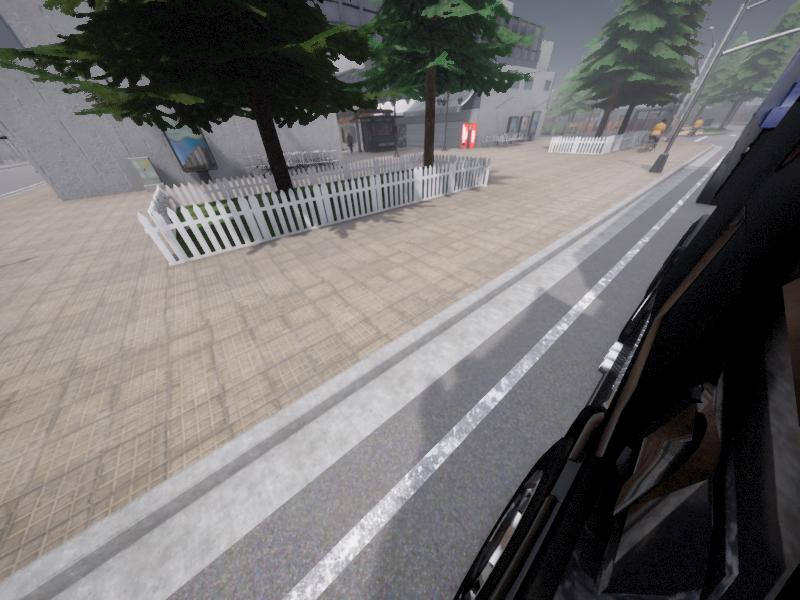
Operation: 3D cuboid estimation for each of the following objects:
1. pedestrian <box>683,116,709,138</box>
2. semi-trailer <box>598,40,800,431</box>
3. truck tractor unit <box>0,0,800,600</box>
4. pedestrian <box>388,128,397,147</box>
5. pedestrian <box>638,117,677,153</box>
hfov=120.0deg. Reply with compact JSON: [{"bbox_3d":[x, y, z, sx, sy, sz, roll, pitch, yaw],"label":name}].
[{"bbox_3d":[31.788,-18.555,24.812,0.751,1.860,0.751,-15,38,-16],"label":"pedestrian"},{"bbox_3d":[8.678,-3.621,4.245,14.254,4.402,2.717,-28,44,-30],"label":"semi-trailer"},{"bbox_3d":[2.645,-0.295,0.351,6.516,4.208,3.053,-28,44,-30],"label":"truck tractor unit"},{"bbox_3d":[-0.935,-20.145,28.632,0.751,1.860,0.751,-29,44,-31],"label":"pedestrian"},{"bbox_3d":[16.869,-10.822,15.188,0.751,1.860,0.751,-17,39,-19],"label":"pedestrian"}]
